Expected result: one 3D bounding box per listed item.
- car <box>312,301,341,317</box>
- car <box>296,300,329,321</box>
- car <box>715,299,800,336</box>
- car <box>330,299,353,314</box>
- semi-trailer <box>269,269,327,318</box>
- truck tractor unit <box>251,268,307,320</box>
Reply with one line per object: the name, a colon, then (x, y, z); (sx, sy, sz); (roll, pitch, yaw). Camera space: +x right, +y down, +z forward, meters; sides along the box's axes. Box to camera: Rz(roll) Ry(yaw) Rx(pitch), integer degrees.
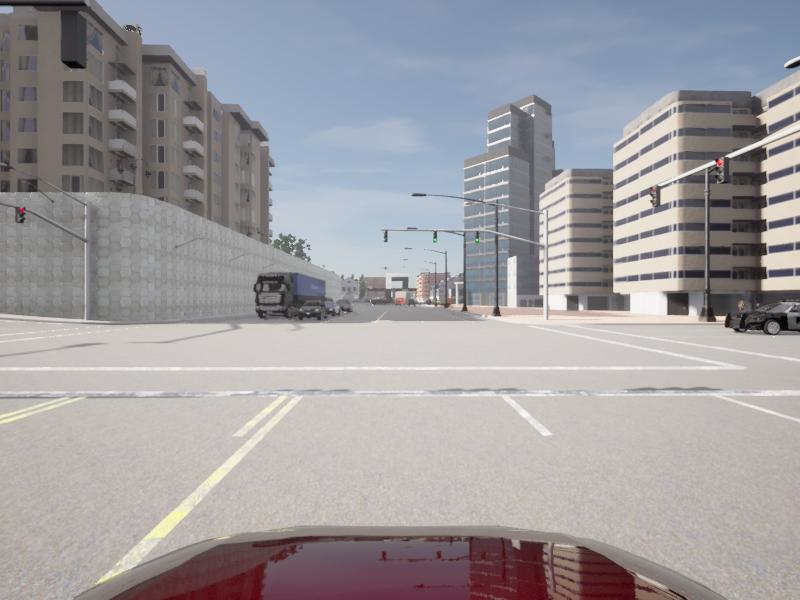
car: (-7.164, 0.844, 39.592); (2.038, 1.542, 4.974); (0, 0, 0)
car: (-7.121, 0.803, 32.967); (1.851, 1.617, 3.988); (0, 0, 0)
car: (18.279, 0.779, 18.909); (5.238, 1.638, 1.930); (0, 0, 0)
car: (-7.204, 0.779, 49.885); (2.242, 1.667, 4.611); (0, 0, 0)
semi-trailer: (-10.661, -0.605, 43.750); (2.717, 4.402, 14.254); (0, 0, 0)
truck tractor unit: (-10.647, -0.495, 35.833); (3.053, 4.208, 6.516); (0, 0, 0)
